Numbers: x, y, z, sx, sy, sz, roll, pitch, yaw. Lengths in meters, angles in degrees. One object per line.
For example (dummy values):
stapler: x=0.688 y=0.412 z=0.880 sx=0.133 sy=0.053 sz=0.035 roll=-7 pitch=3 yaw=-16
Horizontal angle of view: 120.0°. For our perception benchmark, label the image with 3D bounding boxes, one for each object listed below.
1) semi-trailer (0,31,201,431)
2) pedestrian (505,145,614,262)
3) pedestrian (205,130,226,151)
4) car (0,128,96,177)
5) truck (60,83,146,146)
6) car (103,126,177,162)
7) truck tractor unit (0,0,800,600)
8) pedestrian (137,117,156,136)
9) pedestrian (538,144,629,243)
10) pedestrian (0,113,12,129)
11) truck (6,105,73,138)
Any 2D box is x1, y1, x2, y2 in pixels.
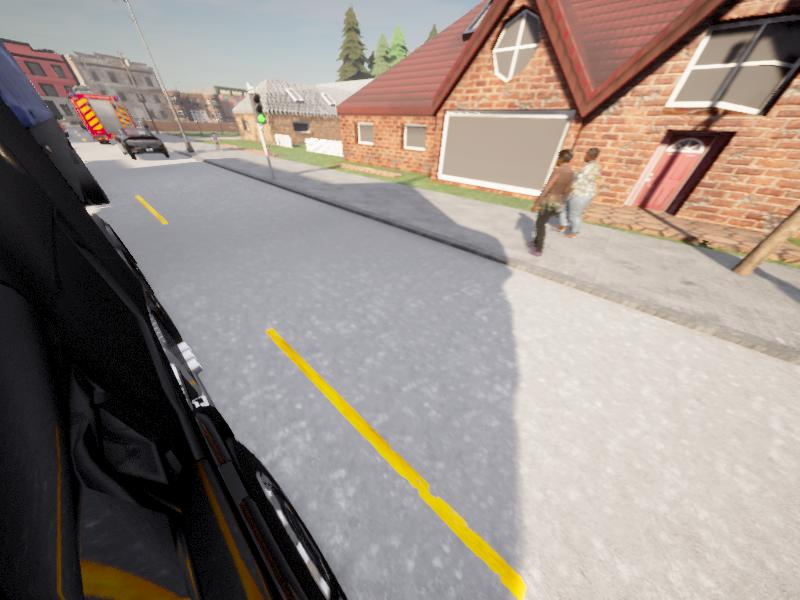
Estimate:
semi-trailer: x=-8.641 y=-3.640 z=4.288 sx=14.254 sy=4.402 sz=2.717 roll=29 pitch=44 yaw=30
pedestrian: x=2.805 y=-1.741 z=4.326 sx=0.751 sy=1.860 sz=0.751 roll=-6 pitch=38 yaw=-11
pedestrian: x=-14.202 y=-12.281 z=17.799 sx=0.751 sy=1.300 sz=0.751 roll=-11 pitch=39 yaw=-17
car: x=-17.195 y=-6.356 z=9.820 sx=4.902 sy=1.511 sz=2.128 roll=1 pitch=37 yaw=-3
truck: x=-27.315 y=-16.862 z=21.249 sx=8.468 sy=3.827 sz=2.891 roll=29 pitch=44 yaw=30
car: x=-16.597 y=-10.033 z=14.721 sx=4.902 sy=1.511 sz=2.128 roll=29 pitch=44 yaw=31
truck tractor unit: x=-2.645 y=-0.295 z=0.352 sx=6.516 sy=4.208 sz=3.053 roll=28 pitch=44 yaw=30
pedestrian: x=-31.617 y=-21.696 z=28.827 sx=0.751 sy=1.860 sz=0.751 roll=-16 pitch=41 yaw=-23
pedestrian: x=4.079 y=-2.404 z=5.275 sx=0.751 sy=1.860 sz=0.751 roll=-24 pitch=44 yaw=-30
pedestrian: x=-51.960 y=-23.345 z=29.874 sx=0.751 sy=1.860 sz=0.751 roll=-3 pitch=37 yaw=-7
truck: x=-36.656 y=-18.241 z=23.677 sx=5.204 sy=2.467 sz=2.627 roll=29 pitch=44 yaw=30
